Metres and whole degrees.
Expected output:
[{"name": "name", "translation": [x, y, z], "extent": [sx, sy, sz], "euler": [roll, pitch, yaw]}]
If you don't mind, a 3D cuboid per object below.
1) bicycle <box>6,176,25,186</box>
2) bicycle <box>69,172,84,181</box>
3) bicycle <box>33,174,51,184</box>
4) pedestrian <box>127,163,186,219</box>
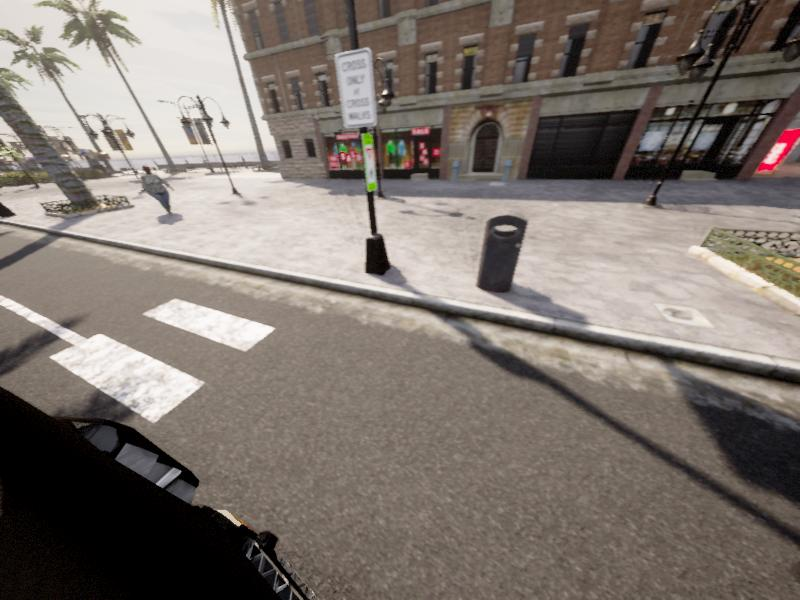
[{"name": "bicycle", "translation": [-45.683, -14.129, 27.440], "extent": [1.643, 1.024, 0.373], "euler": [11, 36, 19]}, {"name": "bicycle", "translation": [-43.814, -16.778, 31.285], "extent": [1.643, 1.024, 0.373], "euler": [11, 36, 19]}, {"name": "bicycle", "translation": [-44.935, -15.188, 28.978], "extent": [1.643, 1.024, 0.373], "euler": [11, 36, 19]}, {"name": "pedestrian", "translation": [-9.536, -4.277, 9.099], "extent": [0.751, 1.860, 0.751], "euler": [21, 40, 31]}]
